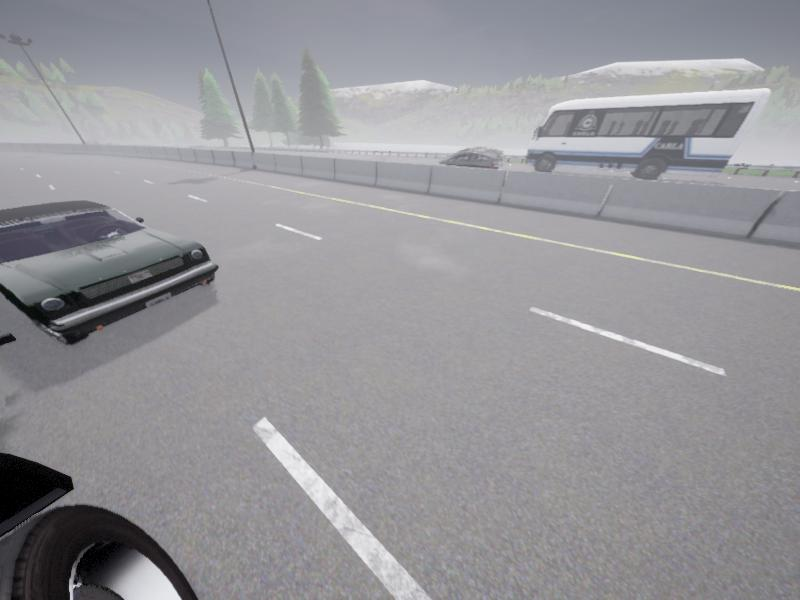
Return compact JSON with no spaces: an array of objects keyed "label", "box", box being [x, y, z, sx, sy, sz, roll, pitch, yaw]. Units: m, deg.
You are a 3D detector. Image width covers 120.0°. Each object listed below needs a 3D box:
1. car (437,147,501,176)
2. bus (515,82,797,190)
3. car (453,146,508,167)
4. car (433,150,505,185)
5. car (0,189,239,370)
[{"label":"car","box":[5.102,-10.462,17.349,3.988,1.617,1.851,23,41,28]},{"label":"bus","box":[13.910,-10.257,14.830,10.273,4.253,3.944,23,41,28]},{"label":"car","box":[7.823,-14.264,22.820,4.514,1.525,2.007,23,41,28]},{"label":"car","box":[4.186,-8.333,14.376,3.705,1.549,1.789,23,41,28]},{"label":"car","box":[-5.373,-0.798,3.867,4.718,1.301,1.895,16,38,21]}]
